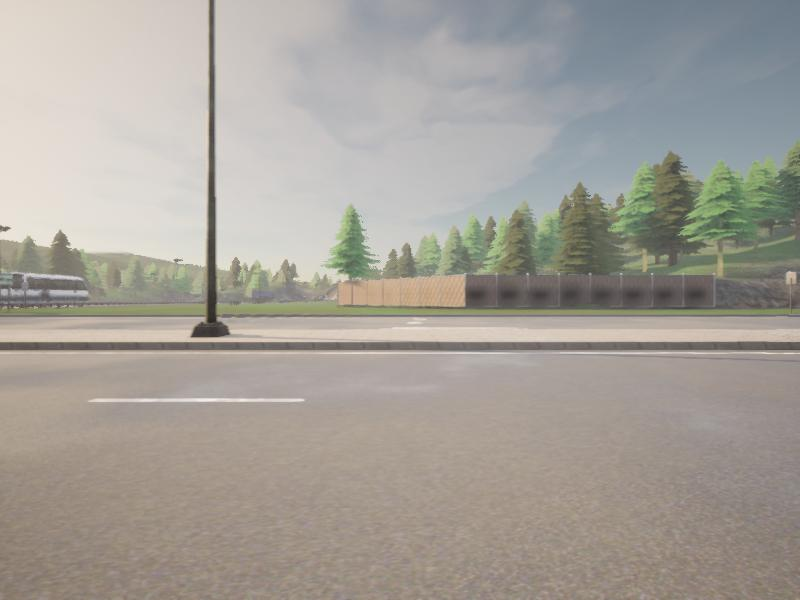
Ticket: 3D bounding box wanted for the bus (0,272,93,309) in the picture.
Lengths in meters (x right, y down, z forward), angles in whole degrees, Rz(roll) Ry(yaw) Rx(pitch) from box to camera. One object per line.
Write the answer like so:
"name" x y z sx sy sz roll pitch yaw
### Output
"bus" -45.022 -1.119 51.051 3.944 4.253 10.273 0 0 -1
